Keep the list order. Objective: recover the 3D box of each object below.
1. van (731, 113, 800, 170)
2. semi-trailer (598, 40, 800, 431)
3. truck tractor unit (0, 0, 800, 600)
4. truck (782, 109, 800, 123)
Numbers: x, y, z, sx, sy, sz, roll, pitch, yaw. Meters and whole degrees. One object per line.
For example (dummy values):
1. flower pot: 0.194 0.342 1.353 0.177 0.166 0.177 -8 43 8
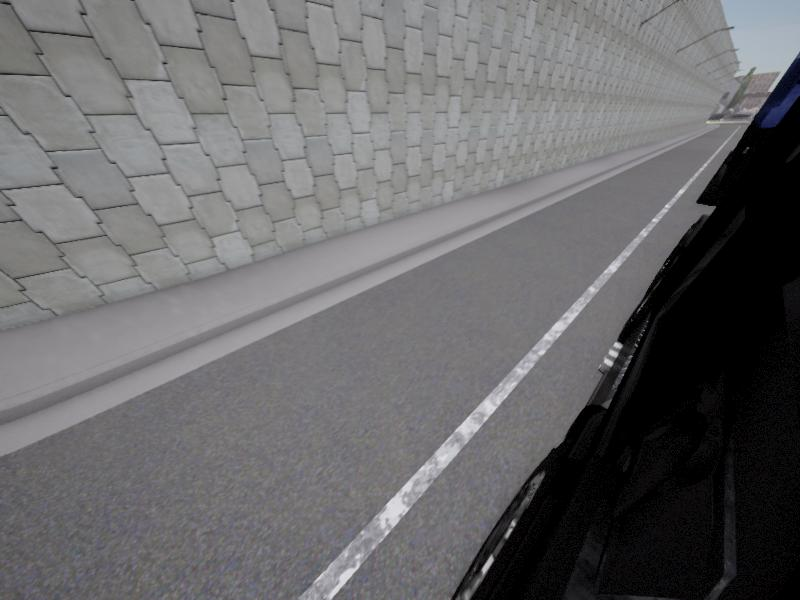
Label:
1. van: 18.675 -7.943 11.434 4.442 1.987 1.775 -28 44 -30
2. semi-trailer: 8.693 -3.608 4.234 14.254 4.402 2.717 -28 44 -30
3. truck tractor unit: 2.645 -0.295 0.351 6.516 4.208 3.053 -28 44 -30
4. truck: 81.025 -36.159 45.142 2.390 2.098 6.274 -27 43 -29
